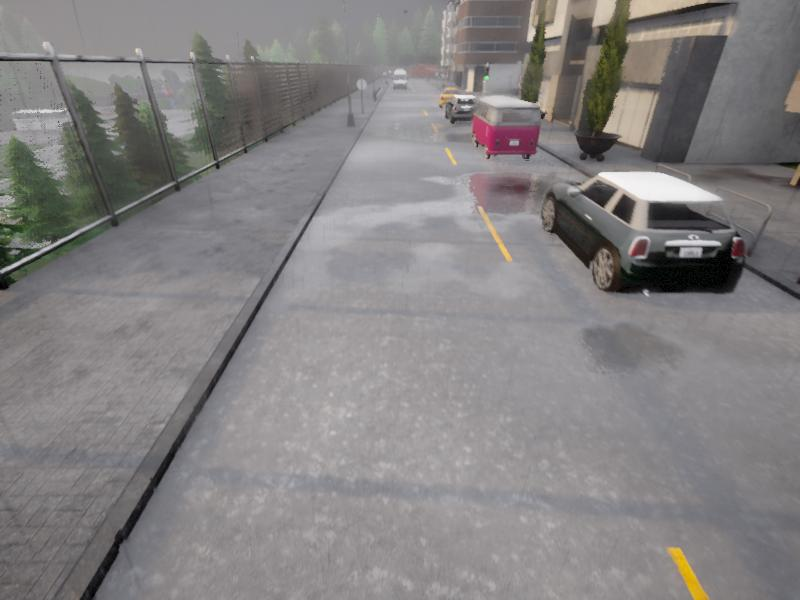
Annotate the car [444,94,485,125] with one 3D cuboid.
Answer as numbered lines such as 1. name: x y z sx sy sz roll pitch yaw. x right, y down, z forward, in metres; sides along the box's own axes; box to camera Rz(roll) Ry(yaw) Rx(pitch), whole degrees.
1. car: 4.007 -12.240 25.548 1.970 1.475 3.806 0 30 0

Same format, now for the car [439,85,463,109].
1. car: 4.499 -17.796 34.968 1.801 1.575 5.366 4 30 6

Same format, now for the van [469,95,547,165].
1. van: 4.005 -6.811 15.733 1.775 1.987 4.442 0 30 0

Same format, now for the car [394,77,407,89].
1. car: 0.034 -36.396 67.077 2.152 1.651 5.027 0 30 0

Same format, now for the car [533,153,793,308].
1. car: 4.003 -1.476 7.097 1.970 1.475 3.806 0 30 0

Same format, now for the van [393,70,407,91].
1. van: 0.024 -32.167 58.608 1.988 2.561 5.915 0 30 0
